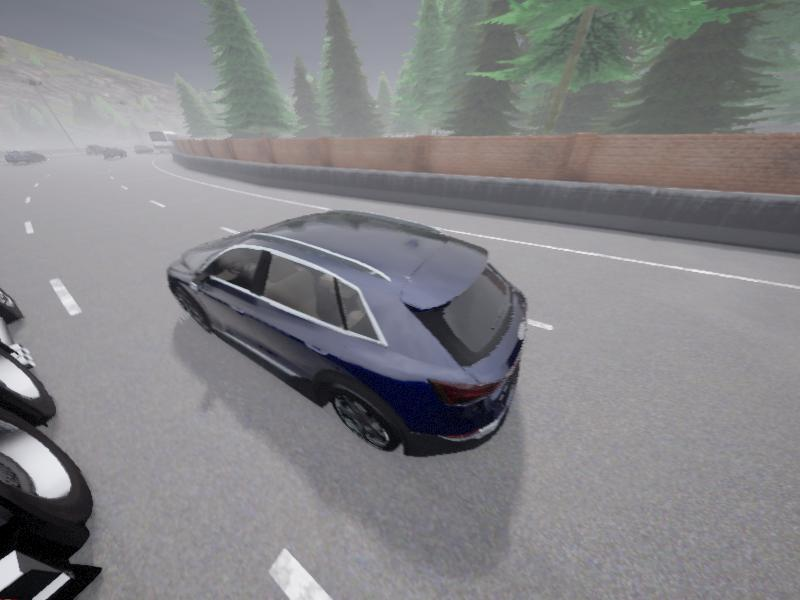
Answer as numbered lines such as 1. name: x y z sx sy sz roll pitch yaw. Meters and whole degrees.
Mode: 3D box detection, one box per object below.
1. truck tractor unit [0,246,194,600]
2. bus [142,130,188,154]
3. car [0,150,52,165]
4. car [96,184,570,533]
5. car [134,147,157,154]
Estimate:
1. truck tractor unit: -5.086 -0.323 0.829 6.516 4.208 3.053 19 39 26
2. bus: -55.987 -37.972 55.534 3.944 4.253 10.273 -15 37 -20
3. car: -48.575 -18.596 30.047 2.033 1.411 5.357 -22 40 -28
4. car: -1.034 -0.218 2.922 4.856 1.649 2.033 19 39 25
5. car: -56.974 -33.572 51.791 1.895 1.301 4.718 -16 38 -21
